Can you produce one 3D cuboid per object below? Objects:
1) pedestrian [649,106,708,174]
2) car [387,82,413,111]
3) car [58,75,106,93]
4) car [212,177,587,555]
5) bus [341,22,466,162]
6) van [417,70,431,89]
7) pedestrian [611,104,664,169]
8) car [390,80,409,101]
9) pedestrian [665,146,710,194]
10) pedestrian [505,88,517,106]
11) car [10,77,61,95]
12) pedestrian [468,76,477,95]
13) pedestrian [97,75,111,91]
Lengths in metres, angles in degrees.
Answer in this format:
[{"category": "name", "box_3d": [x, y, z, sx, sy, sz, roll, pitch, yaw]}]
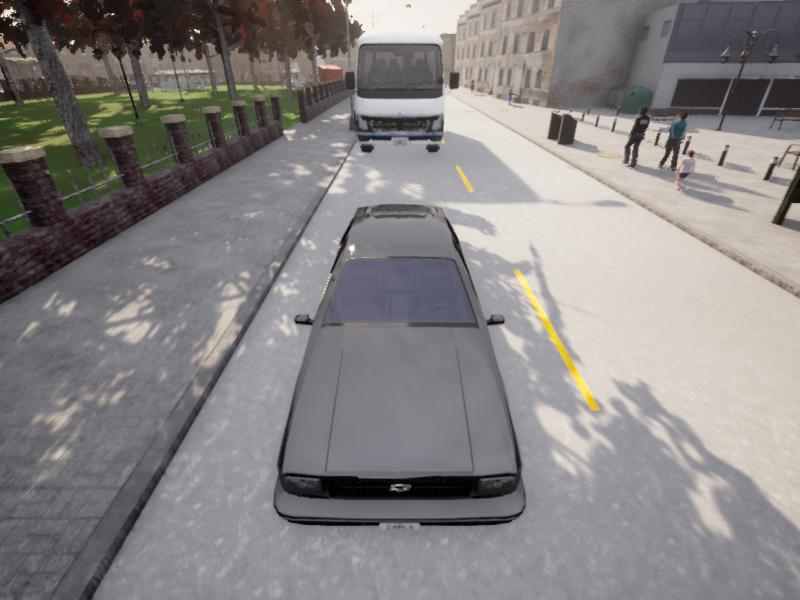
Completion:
[{"category": "pedestrian", "box_3d": [8.490, -4.896, 12.273, 0.751, 1.860, 0.751, 2, 30, 4]}, {"category": "car", "box_3d": [-0.004, -16.303, 31.990, 1.905, 1.878, 3.866, 0, 30, 0]}, {"category": "car", "box_3d": [-45.225, -30.907, 57.090, 2.150, 2.045, 5.566, 0, 30, 0]}, {"category": "car", "box_3d": [-0.001, -0.128, 4.837, 2.033, 1.411, 5.357, 0, 30, 0]}, {"category": "bus", "box_3d": [0.123, -9.547, 18.102, 3.944, 4.253, 10.273, 0, 31, 0]}, {"category": "van", "box_3d": [3.949, -37.225, 67.490, 1.988, 2.561, 5.915, 0, 30, 0]}, {"category": "pedestrian", "box_3d": [7.586, -5.245, 12.869, 0.751, 1.860, 0.751, -1, 30, -2]}, {"category": "car", "box_3d": [-0.018, -22.446, 42.732, 1.930, 1.638, 5.238, 0, 31, 0]}, {"category": "pedestrian", "box_3d": [7.507, -3.406, 10.478, 0.500, 1.100, 0.500, 5, 31, 8]}, {"category": "pedestrian", "box_3d": [9.289, -17.043, 33.586, 0.751, 1.300, 0.751, 3, 30, 5]}, {"category": "car", "box_3d": [-45.262, -26.666, 49.811, 1.932, 1.855, 4.605, 0, 30, 0]}, {"category": "pedestrian", "box_3d": [8.416, -24.944, 46.533, 0.751, 1.860, 0.751, -3, 30, -5]}, {"category": "pedestrian", "box_3d": [-39.937, -29.316, 53.981, 0.751, 1.860, 0.751, 0, 30, -1]}]
